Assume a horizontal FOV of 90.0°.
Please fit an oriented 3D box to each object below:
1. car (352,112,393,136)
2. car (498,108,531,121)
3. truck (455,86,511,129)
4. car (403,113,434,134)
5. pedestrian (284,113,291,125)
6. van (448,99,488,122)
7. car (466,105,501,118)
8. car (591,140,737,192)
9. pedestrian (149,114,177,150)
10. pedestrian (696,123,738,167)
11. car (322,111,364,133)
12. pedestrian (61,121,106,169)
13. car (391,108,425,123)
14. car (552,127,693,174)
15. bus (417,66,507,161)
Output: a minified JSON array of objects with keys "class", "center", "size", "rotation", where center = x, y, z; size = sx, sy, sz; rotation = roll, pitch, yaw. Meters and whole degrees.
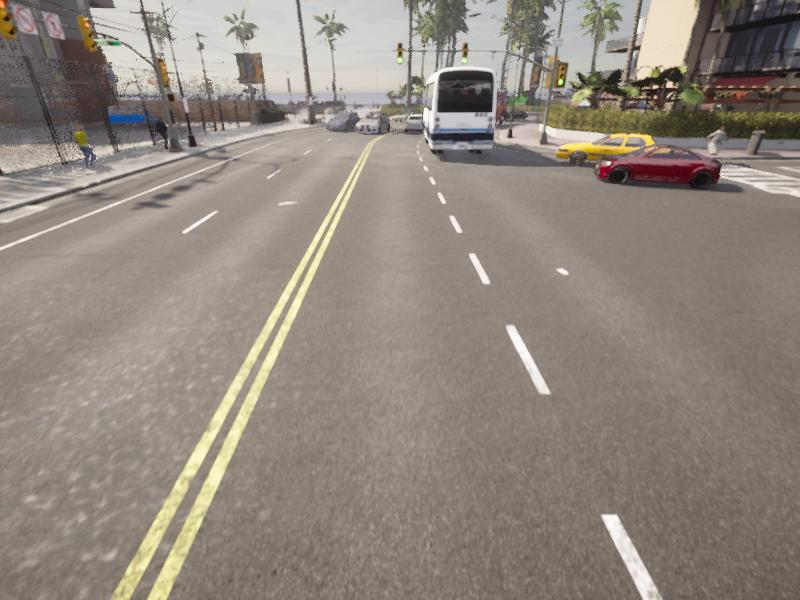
[{"class":"car","center":[-2.357,-15.648,35.360],"size":[2.242,1.667,4.611],"rotation":[7,28,13]},{"class":"car","center":[15.689,-25.401,54.740],"size":[4.181,1.385,1.994],"rotation":[-20,33,-34]},{"class":"truck","center":[9.197,-21.089,43.627],"size":[2.891,3.827,8.468],"rotation":[15,31,27]},{"class":"car","center":[1.722,-16.303,36.856],"size":[1.970,1.475,3.806],"rotation":[7,28,14]},{"class":"pedestrian","center":[-12.215,-19.653,43.413],"size":[0.500,1.100,0.500],"rotation":[3,27,6]},{"class":"van","center":[9.138,-25.464,53.577],"size":[5.915,2.561,1.988],"rotation":[-23,35,-38]},{"class":"car","center":[12.595,-28.441,60.395],"size":[5.027,1.651,2.152],"rotation":[-18,32,-32]},{"class":"car","center":[9.779,-5.211,15.327],"size":[4.181,1.385,1.994],"rotation":[10,29,18]},{"class":"pedestrian","center":[-13.741,-9.748,23.244],"size":[0.751,1.860,0.751],"rotation":[-2,27,-3]},{"class":"pedestrian","center":[14.858,-7.298,18.810],"size":[0.751,1.860,0.751],"rotation":[-4,27,-8]},{"class":"car","center":[-5.230,-16.787,37.629],"size":[2.033,1.649,4.856],"rotation":[7,28,14]},{"class":"pedestrian","center":[-13.644,-6.713,17.320],"size":[0.751,1.860,0.751],"rotation":[0,27,-1]},{"class":"car","center":[1.028,-22.967,49.808],"size":[2.007,1.525,4.514],"rotation":[17,32,30]},{"class":"car","center":[10.181,-7.087,18.757],"size":[5.366,1.575,1.801],"rotation":[13,30,24]},{"class":"bus","center":[3.155,-11.507,24.456],"size":[3.944,4.253,10.273],"rotation":[0,27,1]}]
